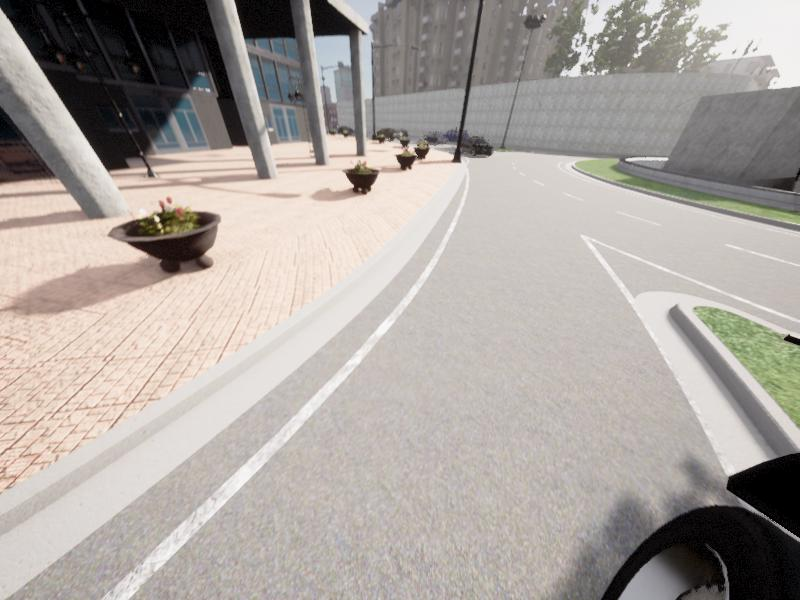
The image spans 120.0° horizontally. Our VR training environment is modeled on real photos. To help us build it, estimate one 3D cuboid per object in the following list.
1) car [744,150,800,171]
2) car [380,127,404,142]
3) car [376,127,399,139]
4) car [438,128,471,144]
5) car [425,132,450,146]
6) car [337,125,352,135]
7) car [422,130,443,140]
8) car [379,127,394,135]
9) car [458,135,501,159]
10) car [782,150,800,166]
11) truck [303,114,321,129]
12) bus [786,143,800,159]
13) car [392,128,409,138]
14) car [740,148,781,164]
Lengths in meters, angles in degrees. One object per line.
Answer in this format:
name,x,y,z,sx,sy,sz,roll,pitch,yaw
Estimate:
car,41.459,-15.072,24.902,4.514,1.525,2.007,29,44,31
car,-1.416,-28.112,39.141,1.932,1.855,4.605,-20,42,-27
car,-2.515,-33.044,45.775,2.152,1.651,5.027,-20,43,-27
car,9.637,-29.455,41.449,2.150,2.045,5.566,-22,44,-29
car,5.703,-24.667,35.326,1.845,1.501,3.633,-17,42,-24
car,-12.731,-39.022,53.093,1.851,1.617,3.988,-20,43,-27
car,6.927,-35.581,49.799,1.837,1.490,4.892,-20,43,-27
car,-3.662,-45.885,62.680,1.882,1.535,5.008,-20,43,-27
car,7.889,-15.756,23.640,1.930,1.638,5.238,-4,38,-9
car,53.264,-18.835,30.599,5.008,1.535,1.882,-19,42,-26
truck,-29.735,-60.451,78.351,2.891,3.827,8.468,-20,43,-27
bus,76.079,-28.196,41.979,10.273,4.253,3.944,-20,43,-27
car,0.109,-38.297,52.913,1.851,1.617,3.988,-20,43,-27
car,51.245,-20.563,32.837,5.027,1.651,2.152,-19,42,-26
